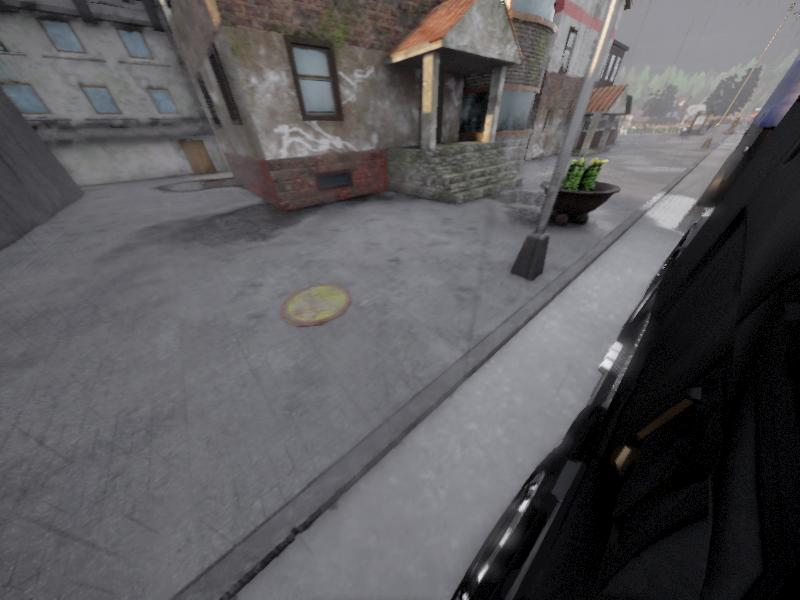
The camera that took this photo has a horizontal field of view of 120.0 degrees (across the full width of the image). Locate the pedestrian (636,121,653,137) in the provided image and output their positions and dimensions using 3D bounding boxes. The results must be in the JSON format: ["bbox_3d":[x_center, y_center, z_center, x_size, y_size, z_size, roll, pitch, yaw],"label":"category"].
[{"bbox_3d":[34.645,-24.245,32.762,0.751,1.860,0.751,11,38,17],"label":"pedestrian"}]

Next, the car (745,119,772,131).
[{"bbox_3d":[58.281,-28.475,37.617,4.892,1.490,1.837,-27,43,-30],"label":"car"}]

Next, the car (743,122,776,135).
[{"bbox_3d":[47.827,-22.889,30.819,4.718,1.301,1.895,-28,43,-30],"label":"car"}]

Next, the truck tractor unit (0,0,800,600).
[{"bbox_3d":[2.645,-0.295,0.351,6.516,4.208,3.053,-28,44,-30],"label":"truck tractor unit"}]

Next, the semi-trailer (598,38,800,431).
[{"bbox_3d":[8.711,-3.562,4.265,14.254,4.402,2.717,-28,43,-30],"label":"semi-trailer"}]
